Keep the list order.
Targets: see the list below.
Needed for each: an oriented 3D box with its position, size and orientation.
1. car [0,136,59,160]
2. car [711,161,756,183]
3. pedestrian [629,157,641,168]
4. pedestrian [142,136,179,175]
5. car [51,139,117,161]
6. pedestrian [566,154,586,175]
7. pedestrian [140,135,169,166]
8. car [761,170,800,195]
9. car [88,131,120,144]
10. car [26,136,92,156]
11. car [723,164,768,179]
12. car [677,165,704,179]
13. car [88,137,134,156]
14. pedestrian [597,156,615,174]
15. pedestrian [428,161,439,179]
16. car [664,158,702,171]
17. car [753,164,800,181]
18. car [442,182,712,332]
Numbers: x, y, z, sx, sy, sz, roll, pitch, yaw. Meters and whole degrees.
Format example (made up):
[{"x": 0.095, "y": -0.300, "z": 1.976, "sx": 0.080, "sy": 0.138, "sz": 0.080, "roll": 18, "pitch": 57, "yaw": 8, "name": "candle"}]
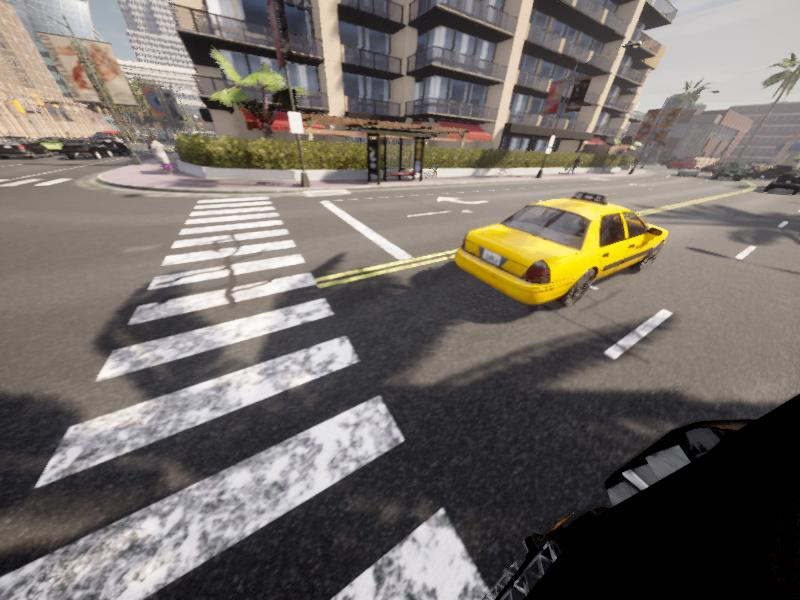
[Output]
[{"x": -31.220, "y": -12.624, "z": 19.149, "sx": 1.789, "sy": 1.549, "sz": 3.705, "roll": -17, "pitch": 38, "yaw": -26, "name": "car"}, {"x": 41.452, "y": -16.124, "z": 28.910, "sx": 5.566, "sy": 2.045, "sz": 2.150, "roll": -26, "pitch": 43, "yaw": -36, "name": "car"}, {"x": 45.298, "y": -26.527, "z": 44.518, "sx": 0.751, "sy": 1.860, "sz": 0.751, "roll": 20, "pitch": 37, "yaw": 24, "name": "pedestrian"}, {"x": -14.003, "y": -8.473, "z": 13.553, "sx": 0.751, "sy": 1.860, "sz": 0.751, "roll": 24, "pitch": 39, "yaw": 28, "name": "pedestrian"}, {"x": -28.455, "y": -13.736, "z": 21.049, "sx": 1.837, "sy": 1.490, "sz": 4.892, "roll": -17, "pitch": 38, "yaw": -26, "name": "car"}, {"x": 18.824, "y": -14.460, "z": 24.723, "sx": 0.751, "sy": 1.860, "sz": 0.751, "roll": -15, "pitch": 38, "yaw": -24, "name": "pedestrian"}, {"x": -18.276, "y": -11.163, "z": 17.267, "sx": 0.751, "sy": 1.860, "sz": 0.751, "roll": -19, "pitch": 39, "yaw": -29, "name": "pedestrian"}, {"x": 34.096, "y": -10.295, "z": 20.110, "sx": 3.988, "sy": 1.617, "sz": 1.851, "roll": -16, "pitch": 38, "yaw": -25, "name": "car"}, {"x": -61.734, "y": -33.887, "z": 48.299, "sx": 2.150, "sy": 2.045, "sz": 5.566, "roll": -17, "pitch": 38, "yaw": -26, "name": "car"}, {"x": -34.364, "y": -15.679, "z": 23.509, "sx": 2.007, "sy": 1.525, "sz": 4.514, "roll": -17, "pitch": 38, "yaw": -26, "name": "car"}, {"x": 52.769, "y": -19.756, "z": 35.429, "sx": 2.242, "sy": 1.667, "sz": 4.611, "roll": 23, "pitch": 39, "yaw": 28, "name": "car"}, {"x": 39.816, "y": -17.670, "z": 31.769, "sx": 4.718, "sy": 1.301, "sz": 1.895, "roll": -27, "pitch": 44, "yaw": -37, "name": "car"}, {"x": -31.680, "y": -16.941, "z": 25.501, "sx": 1.851, "sy": 1.617, "sz": 3.988, "roll": -17, "pitch": 38, "yaw": -26, "name": "car"}, {"x": 25.199, "y": -16.546, "z": 28.270, "sx": 0.751, "sy": 1.860, "sz": 0.751, "roll": -18, "pitch": 39, "yaw": -27, "name": "pedestrian"}, {"x": 2.438, "y": -9.494, "z": 16.883, "sx": 0.500, "sy": 1.100, "sz": 0.500, "roll": 18, "pitch": 37, "yaw": 22, "name": "pedestrian"}, {"x": 62.290, "y": -30.018, "z": 51.041, "sx": 2.150, "sy": 2.045, "sz": 5.566, "roll": 9, "pitch": 34, "yaw": 9, "name": "car"}, {"x": 56.506, "y": -19.299, "z": 34.827, "sx": 1.905, "sy": 1.878, "sz": 3.866, "roll": 21, "pitch": 38, "yaw": 25, "name": "car"}, {"x": 3.636, "y": -1.322, "z": 4.676, "sx": 5.366, "sy": 1.575, "sz": 1.801, "roll": -16, "pitch": 38, "yaw": -26, "name": "car"}]
